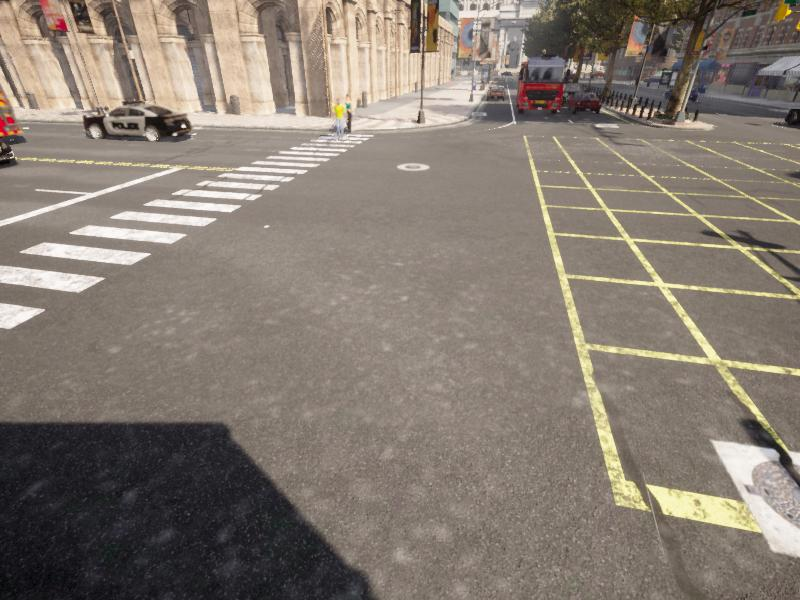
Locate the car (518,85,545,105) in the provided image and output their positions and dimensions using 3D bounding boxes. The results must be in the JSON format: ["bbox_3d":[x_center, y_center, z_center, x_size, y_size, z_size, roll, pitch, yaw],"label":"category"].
[{"bbox_3d":[12.494,-19.655,38.227,1.970,1.475,3.806,6,31,11],"label":"car"}]

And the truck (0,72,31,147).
[{"bbox_3d":[-21.585,-8.733,17.171,8.468,3.827,2.891,6,31,11],"label":"truck"}]

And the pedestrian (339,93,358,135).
[{"bbox_3d":[-2.597,-9.390,20.208,0.751,1.860,0.751,0,30,1],"label":"pedestrian"}]

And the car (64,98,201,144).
[{"bbox_3d":[-12.650,-8.601,19.113,5.238,1.638,1.930,6,31,10],"label":"car"}]

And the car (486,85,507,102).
[{"bbox_3d":[9.978,-21.411,41.402,1.895,1.301,4.718,6,31,11],"label":"car"}]

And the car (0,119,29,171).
[{"bbox_3d":[-15.828,-5.279,13.570,4.892,1.490,1.837,6,31,11],"label":"car"}]

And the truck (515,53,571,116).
[{"bbox_3d":[10.813,-16.895,31.170,2.891,3.827,8.468,6,31,11],"label":"truck"}]

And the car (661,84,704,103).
[{"bbox_3d":[28.387,-20.862,40.336,1.812,1.442,4.674,6,31,11],"label":"car"}]

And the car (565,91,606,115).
[{"bbox_3d":[14.102,-15.122,30.645,1.895,1.301,4.718,6,31,11],"label":"car"}]

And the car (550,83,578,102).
[{"bbox_3d":[16.913,-21.521,41.426,1.970,1.475,3.806,7,31,11],"label":"car"}]

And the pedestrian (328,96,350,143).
[{"bbox_3d":[-2.737,-8.172,18.122,0.751,1.860,0.751,1,30,2],"label":"pedestrian"}]

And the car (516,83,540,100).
[{"bbox_3d":[13.929,-22.862,43.828,1.994,1.385,4.181,6,31,10],"label":"car"}]

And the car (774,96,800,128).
[{"bbox_3d":[23.926,-10.253,22.072,2.038,1.542,4.974,2,30,3],"label":"car"}]

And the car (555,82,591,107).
[{"bbox_3d":[15.615,-18.742,36.350,2.097,1.767,4.553,6,31,11],"label":"car"}]
